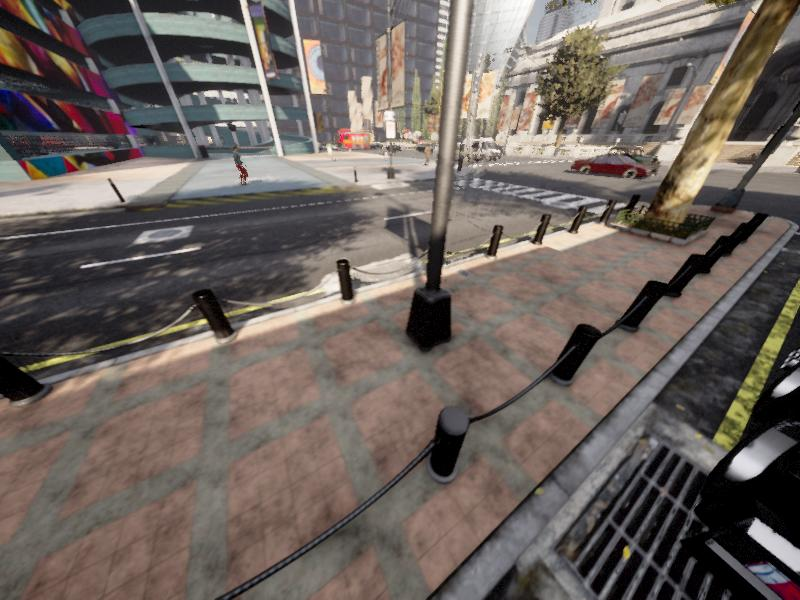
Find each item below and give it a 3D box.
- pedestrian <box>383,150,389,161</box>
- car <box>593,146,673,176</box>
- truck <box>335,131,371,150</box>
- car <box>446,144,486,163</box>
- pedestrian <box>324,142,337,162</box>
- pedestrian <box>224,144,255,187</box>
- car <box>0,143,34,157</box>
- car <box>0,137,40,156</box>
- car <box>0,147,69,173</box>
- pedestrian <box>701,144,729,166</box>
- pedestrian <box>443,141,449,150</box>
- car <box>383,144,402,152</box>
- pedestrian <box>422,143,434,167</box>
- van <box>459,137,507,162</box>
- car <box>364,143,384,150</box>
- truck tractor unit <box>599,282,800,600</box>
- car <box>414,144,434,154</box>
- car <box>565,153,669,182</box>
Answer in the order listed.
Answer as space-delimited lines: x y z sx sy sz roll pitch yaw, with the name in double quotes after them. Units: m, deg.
-1.624 -17.024 27.164 0.500 1.100 0.500 -9 36 -13 "pedestrian"
19.104 -11.636 19.218 1.905 1.878 3.866 -18 39 -25 "car"
-11.805 -39.996 57.991 8.468 3.827 2.891 17 38 22 "truck"
8.093 -18.410 28.869 1.932 1.855 4.605 -17 38 -24 "car"
-7.766 -16.608 25.849 0.751 1.860 0.751 -26 43 -33 "pedestrian"
-8.289 -6.991 12.033 0.751 1.860 0.751 -16 38 -23 "pedestrian"
-53.276 -19.836 30.590 4.514 1.523 2.007 -19 39 -25 "car"
-53.224 -20.175 30.391 5.566 2.045 2.435 -19 39 -25 "car"
-29.638 -10.535 17.348 4.902 1.511 2.128 -19 39 -25 "car"
31.982 -14.718 23.473 0.751 1.860 0.751 -19 39 -25 "pedestrian"
10.790 -36.227 54.186 0.751 1.860 0.751 -17 38 -23 "pedestrian"
-1.785 -34.282 52.024 1.994 1.385 4.181 -27 43 -34 "car"
2.589 -13.526 21.512 0.751 1.860 0.751 -8 36 -12 "pedestrian"
10.761 -20.053 30.670 1.988 2.561 5.915 -18 39 -25 "van"
-6.696 -39.540 59.464 4.902 1.511 2.128 19 39 25 "car"
5.137 -0.274 0.735 6.516 4.208 3.053 -17 38 -23 "truck tractor unit"
4.646 -29.497 45.045 1.789 1.549 3.705 -19 39 -26 "car"
16.224 -10.293 17.700 2.033 1.411 5.357 -18 39 -25 "car"
